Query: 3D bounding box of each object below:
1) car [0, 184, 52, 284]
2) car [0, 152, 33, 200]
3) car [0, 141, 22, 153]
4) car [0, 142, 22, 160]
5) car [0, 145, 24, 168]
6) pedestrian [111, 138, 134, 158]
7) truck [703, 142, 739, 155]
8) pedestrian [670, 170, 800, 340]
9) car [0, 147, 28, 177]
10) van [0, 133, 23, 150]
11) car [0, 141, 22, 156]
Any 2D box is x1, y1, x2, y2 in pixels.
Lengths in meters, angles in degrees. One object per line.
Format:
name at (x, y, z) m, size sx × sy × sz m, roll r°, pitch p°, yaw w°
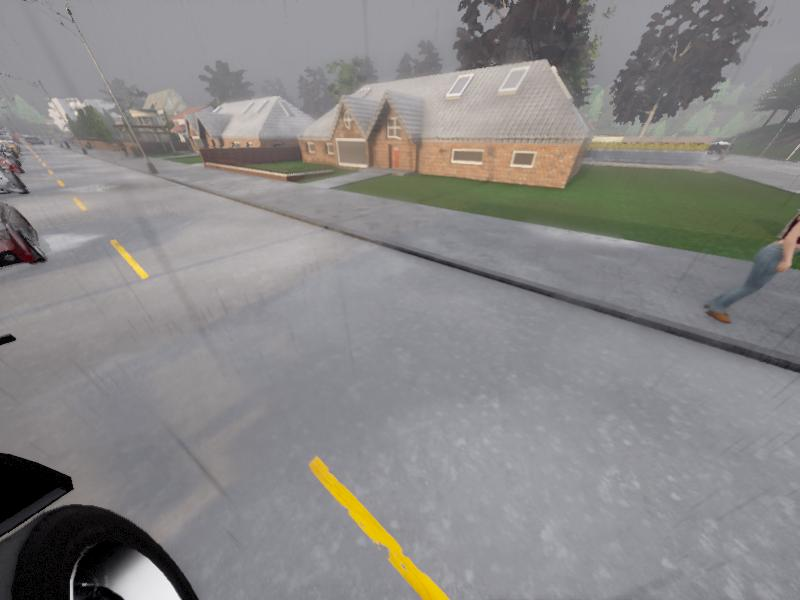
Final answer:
car at (-9.292, -1.400, 4.621) m, size 4.181 × 1.385 × 1.994 m, roll 23°, pitch 41°, yaw 29°
car at (-18.631, -5.503, 10.213) m, size 4.514 × 1.525 × 2.007 m, roll 23°, pitch 41°, yaw 29°
car at (-61.051, -23.761, 35.836) m, size 4.181 × 1.385 × 1.994 m, roll 22°, pitch 41°, yaw 28°
car at (-44.492, -16.680, 25.815) m, size 3.633 × 1.501 × 1.845 m, roll 23°, pitch 41°, yaw 29°
car at (-34.306, -12.257, 19.686) m, size 4.193 × 1.474 × 1.816 m, roll 23°, pitch 41°, yaw 29°
pedestrian at (-32.077, -17.585, 26.747) m, size 0.751 × 1.860 × 0.751 m, roll 16°, pitch 38°, yaw 20°
truck at (64.287, -30.546, 46.432) m, size 2.390 × 2.098 × 6.274 m, roll 23°, pitch 41°, yaw 29°
pedestrian at (4.685, -0.524, 2.896) m, size 0.751 × 1.860 × 0.751 m, roll -15°, pitch 38°, yaw -21°
car at (-27.666, -9.407, 15.664) m, size 4.514 × 1.525 × 2.007 m, roll 23°, pitch 41°, yaw 29°
van at (-71.305, -28.643, 41.736) m, size 6.366 × 2.431 × 2.351 m, roll 23°, pitch 41°, yaw 29°
car at (-53.674, -20.655, 31.356) m, size 5.008 × 1.535 × 1.882 m, roll 24°, pitch 41°, yaw 29°
